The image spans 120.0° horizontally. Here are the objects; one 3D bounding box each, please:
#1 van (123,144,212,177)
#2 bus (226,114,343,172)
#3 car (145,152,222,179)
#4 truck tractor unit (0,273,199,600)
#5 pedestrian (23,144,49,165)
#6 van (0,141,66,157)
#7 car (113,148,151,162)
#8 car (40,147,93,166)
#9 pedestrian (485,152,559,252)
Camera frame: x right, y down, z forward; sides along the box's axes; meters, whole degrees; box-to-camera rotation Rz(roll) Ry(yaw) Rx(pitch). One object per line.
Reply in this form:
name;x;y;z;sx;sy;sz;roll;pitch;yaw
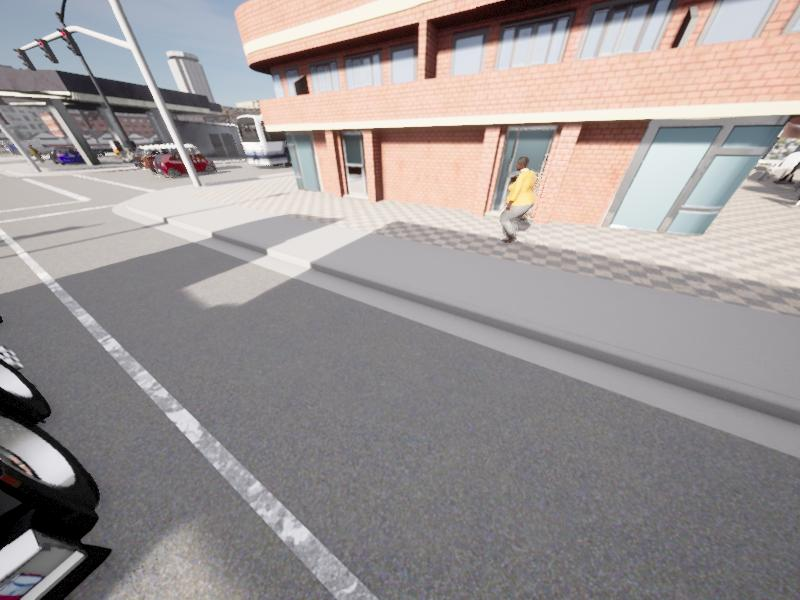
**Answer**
van;-19.282;-11.894;19.484;2.069;2.038;4.480;17;39;23
bus;-11.374;-17.012;24.864;3.944;4.253;10.273;17;40;24
car;-16.457;-10.419;17.793;1.845;1.501;3.633;17;38;24
truck tractor unit;-5.132;-0.280;0.754;6.516;4.208;3.053;18;39;23
pedestrian;-40.681;-16.274;25.839;0.751;1.860;0.751;22;40;28
van;-70.123;-29.016;44.234;2.351;2.431;6.366;18;39;25
car;-35.673;-19.351;30.765;3.806;1.475;1.970;18;39;25
car;-37.879;-16.412;26.280;4.611;1.667;2.242;18;39;25
pedestrian;2.602;-2.137;5.091;0.751;1.860;0.751;-27;43;-32
